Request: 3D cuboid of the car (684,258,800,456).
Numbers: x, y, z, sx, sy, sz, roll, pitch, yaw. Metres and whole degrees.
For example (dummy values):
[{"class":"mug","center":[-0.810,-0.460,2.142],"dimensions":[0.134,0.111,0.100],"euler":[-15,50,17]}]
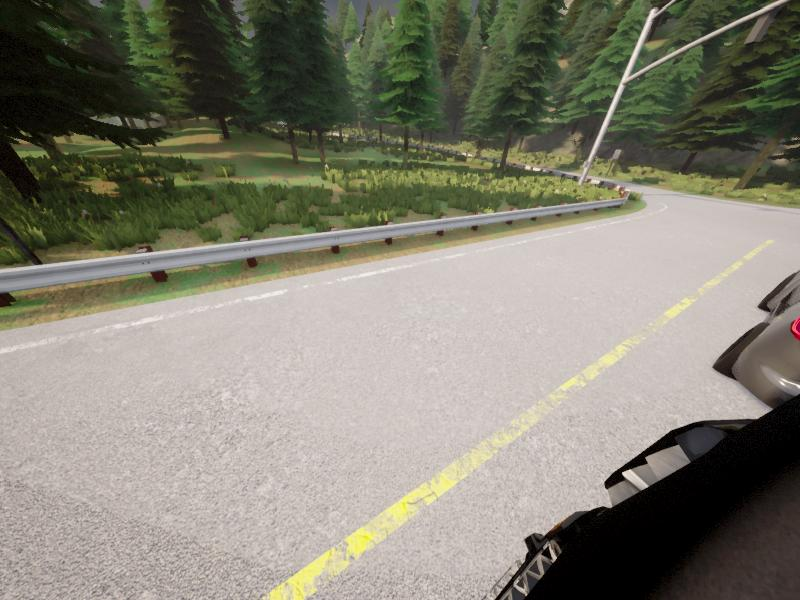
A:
[{"class":"car","center":[5.831,0.332,2.378],"dimensions":[4.611,1.667,2.242],"euler":[-16,38,-26]}]
